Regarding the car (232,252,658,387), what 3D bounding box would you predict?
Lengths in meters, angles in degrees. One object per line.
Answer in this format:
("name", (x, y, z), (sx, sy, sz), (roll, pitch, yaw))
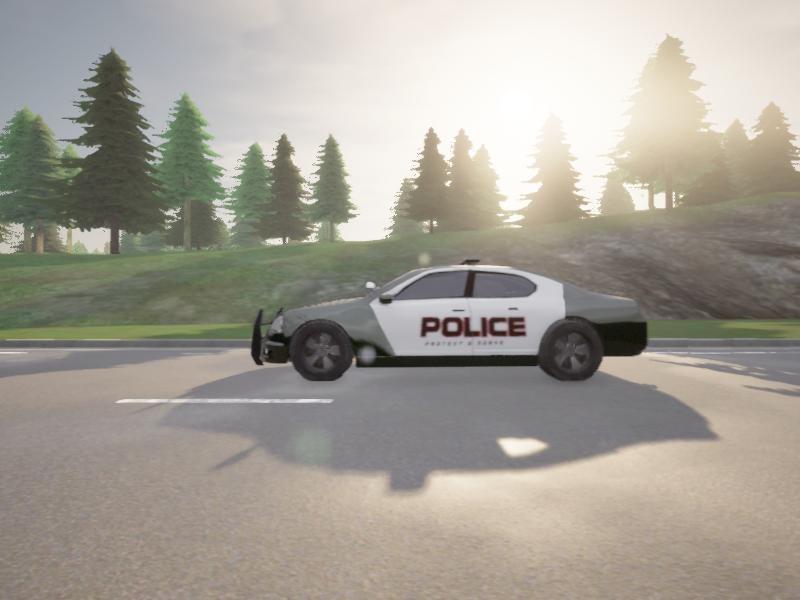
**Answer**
("car", (0.528, 0.223, 5.699), (4.974, 1.542, 2.038), (0, 0, 0))
